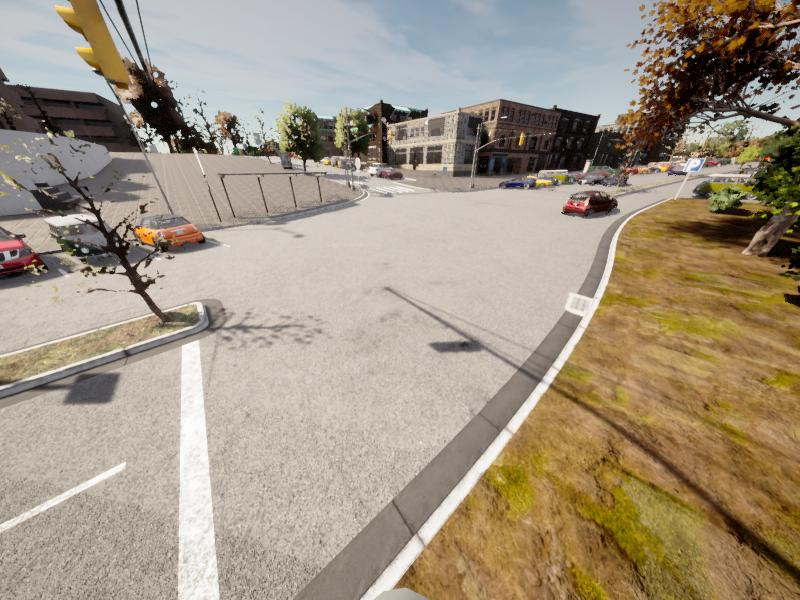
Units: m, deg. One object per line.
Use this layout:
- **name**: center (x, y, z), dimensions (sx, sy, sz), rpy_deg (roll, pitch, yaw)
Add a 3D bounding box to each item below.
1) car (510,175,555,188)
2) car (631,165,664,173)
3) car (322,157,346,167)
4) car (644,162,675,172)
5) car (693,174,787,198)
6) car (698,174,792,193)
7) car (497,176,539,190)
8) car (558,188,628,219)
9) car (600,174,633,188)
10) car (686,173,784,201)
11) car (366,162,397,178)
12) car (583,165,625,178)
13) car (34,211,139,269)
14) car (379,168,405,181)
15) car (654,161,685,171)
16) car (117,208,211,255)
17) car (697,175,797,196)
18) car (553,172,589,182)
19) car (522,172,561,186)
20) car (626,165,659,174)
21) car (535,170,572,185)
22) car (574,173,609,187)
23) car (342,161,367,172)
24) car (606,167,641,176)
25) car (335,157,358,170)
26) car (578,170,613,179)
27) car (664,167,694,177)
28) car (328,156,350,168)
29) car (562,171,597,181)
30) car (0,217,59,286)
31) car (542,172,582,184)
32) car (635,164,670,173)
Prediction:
- **car**: center (19.246, -17.332, 33.735), dimensions (5.366, 1.575, 1.946), rpy_deg (18, 36, 31)
- **car**: center (57.558, -30.497, 53.847), dimensions (5.008, 1.535, 2.097), rpy_deg (22, 37, 35)
- **car**: center (-14.577, -30.665, 51.280), dimensions (1.946, 1.575, 5.366), rpy_deg (21, 37, 23)
- **car**: center (62.903, -32.281, 56.119), dimensions (4.442, 1.987, 1.878), rpy_deg (22, 38, 35)
- **car**: center (33.092, -11.306, 22.797), dimensions (4.553, 1.767, 2.185), rpy_deg (20, 37, 31)
- **car**: center (37.900, -13.039, 25.682), dimensions (5.366, 1.575, 1.946), rpy_deg (21, 38, 31)
- **car**: center (16.543, -16.502, 32.563), dimensions (4.792, 1.488, 2.163), rpy_deg (18, 36, 31)
- **car**: center (14.204, -7.234, 17.109), dimensions (3.988, 1.617, 1.851), rpy_deg (-14, 33, -19)
- **car**: center (29.847, -16.495, 31.879), dimensions (4.193, 1.474, 1.816), rpy_deg (-20, 36, -28)
- **car**: center (30.571, -10.506, 21.390), dimensions (4.442, 1.987, 1.878), rpy_deg (20, 38, 31)
- **car**: center (-3.124, -22.424, 39.795), dimensions (2.435, 2.045, 5.566), rpy_deg (21, 37, 23)
- **car**: center (39.365, -24.796, 44.732), dimensions (5.566, 2.045, 2.435), rpy_deg (20, 37, 33)
- **car**: center (-16.054, -3.211, 11.856), dimensions (4.442, 1.987, 1.878), rpy_deg (15, 34, 27)
- **car**: center (-1.231, -20.775, 38.067), dimensions (2.002, 1.452, 4.674), rpy_deg (21, 37, 23)
- **car**: center (68.170, -33.897, 58.556), dimensions (4.442, 1.987, 1.878), rpy_deg (22, 38, 35)
- **car**: center (-13.789, -4.164, 13.541), dimensions (4.553, 1.767, 2.185), rpy_deg (15, 35, 27)
- **car**: center (35.730, -12.037, 24.127), dimensions (5.366, 1.575, 1.946), rpy_deg (21, 37, 31)
- **car**: center (29.144, -21.005, 39.471), dimensions (4.674, 1.452, 2.002), rpy_deg (19, 37, 32)
- **car**: center (21.562, -18.424, 35.211), dimensions (4.553, 1.767, 2.185), rpy_deg (19, 36, 31)
- **car**: center (54.944, -29.664, 52.587), dimensions (4.892, 1.521, 2.231), rpy_deg (22, 38, 35)
- **car**: center (24.186, -19.390, 36.497), dimensions (4.442, 1.987, 1.878), rpy_deg (19, 36, 31)
- **car**: center (28.360, -17.789, 34.150), dimensions (4.902, 1.511, 2.128), rpy_deg (-20, 36, -28)
- **car**: center (-8.914, -26.385, 45.522), dimensions (2.231, 1.521, 4.892), rpy_deg (21, 37, 23)
- **car**: center (47.102, -27.159, 48.787), dimensions (5.008, 1.535, 2.097), rpy_deg (21, 38, 34)
- **car**: center (-10.866, -27.919, 47.185), dimensions (1.878, 1.987, 4.442), rpy_deg (21, 37, 23)
- **car**: center (36.781, -23.674, 43.552), dimensions (4.674, 1.452, 2.002), rpy_deg (20, 37, 33)
- **car**: center (53.206, -24.496, 44.077), dimensions (4.792, 1.488, 2.163), rpy_deg (-18, 34, -25)
- **car**: center (-12.791, -29.317, 49.059), dimensions (1.878, 1.987, 4.442), rpy_deg (21, 37, 23)
- **car**: center (31.680, -21.906, 40.851), dimensions (4.674, 1.452, 2.002), rpy_deg (19, 36, 32)
- **car**: center (-18.453, -2.226, 10.271), dimensions (5.566, 2.045, 2.435), rpy_deg (15, 34, 27)
- **car**: center (26.611, -20.140, 38.075), dimensions (4.892, 1.521, 2.231), rpy_deg (19, 36, 32)
- **car**: center (60.044, -31.365, 55.174), dimensions (5.366, 1.575, 1.946), rpy_deg (22, 38, 35)
